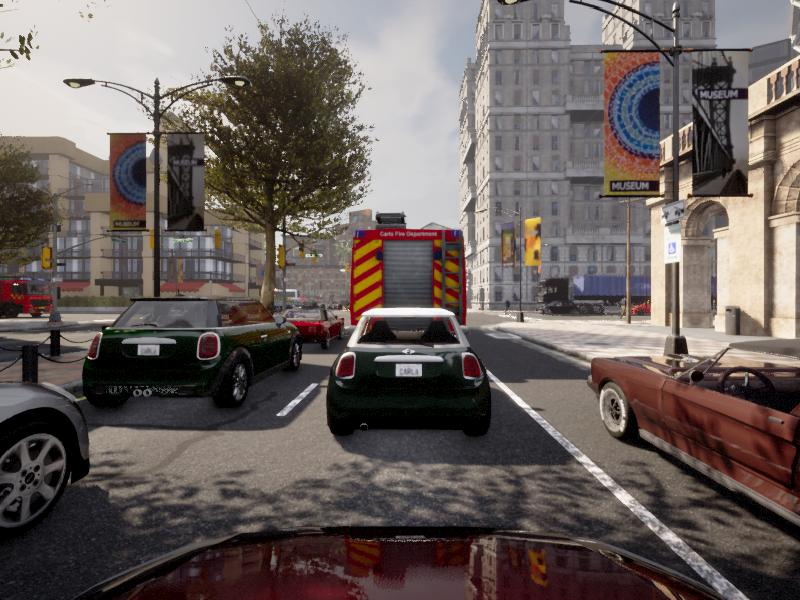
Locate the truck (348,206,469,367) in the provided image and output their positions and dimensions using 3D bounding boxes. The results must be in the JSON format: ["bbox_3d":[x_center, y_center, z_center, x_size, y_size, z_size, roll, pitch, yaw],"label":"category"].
[{"bbox_3d":[0.274,-0.321,13.781,2.891,3.827,8.468,0,0,1],"label":"truck"}]

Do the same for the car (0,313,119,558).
[{"bbox_3d":[-3.473,0.853,1.600,1.970,1.475,3.806,0,0,1],"label":"car"}]

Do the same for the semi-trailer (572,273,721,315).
[{"bbox_3d":[26.319,-0.618,43.161,14.254,4.402,2.717,0,0,1],"label":"semi-trailer"}]

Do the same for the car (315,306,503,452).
[{"bbox_3d":[0.119,0.853,6.110,1.970,1.475,3.806,0,0,1],"label":"car"}]

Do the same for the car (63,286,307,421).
[{"bbox_3d":[-3.355,0.694,7.527,2.097,1.767,4.553,0,0,1],"label":"car"}]

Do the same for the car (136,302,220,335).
[{"bbox_3d":[-11.019,0.853,20.210,1.970,1.475,3.806,0,0,3],"label":"car"}]

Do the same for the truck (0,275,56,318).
[{"bbox_3d":[-37.345,-0.320,37.063,8.468,3.827,2.891,0,0,1],"label":"truck"}]

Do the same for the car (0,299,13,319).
[{"bbox_3d":[-36.048,0.771,33.548,5.238,1.638,1.930,0,0,0],"label":"car"}]

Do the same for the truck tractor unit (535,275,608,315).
[{"bbox_3d":[18.407,-0.522,43.285,6.516,4.208,3.053,0,0,1],"label":"truck tractor unit"}]

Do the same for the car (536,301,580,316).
[{"bbox_3d":[15.676,0.826,39.823,3.633,1.501,1.845,0,0,1],"label":"car"}]

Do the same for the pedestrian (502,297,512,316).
[{"bbox_3d":[10.417,0.636,38.957,0.751,1.860,0.751,0,0,-12],"label":"pedestrian"}]

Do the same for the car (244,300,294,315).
[{"bbox_3d":[-14.286,0.778,43.745,4.856,1.649,2.033,0,0,1],"label":"car"}]

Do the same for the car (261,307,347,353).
[{"bbox_3d":[-3.218,0.944,14.445,1.895,1.301,4.718,0,0,1],"label":"car"}]

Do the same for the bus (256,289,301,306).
[{"bbox_3d":[-30.942,-0.539,102.441,10.273,4.253,3.944,0,0,2],"label":"bus"}]

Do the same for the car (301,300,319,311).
[{"bbox_3d":[-13.798,0.815,61.323,1.789,1.549,3.705,0,0,1],"label":"car"}]

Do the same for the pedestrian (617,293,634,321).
[{"bbox_3d":[15.326,0.485,27.185,0.751,1.860,0.751,0,0,5],"label":"pedestrian"}]

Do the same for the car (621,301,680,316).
[{"bbox_3d":[24.789,0.828,39.687,4.514,1.525,2.007,0,0,1],"label":"car"}]

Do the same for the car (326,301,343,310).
[{"bbox_3d":[-10.261,0.853,63.188,1.970,1.475,3.806,0,0,1],"label":"car"}]

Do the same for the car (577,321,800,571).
[{"bbox_3d":[3.308,0.938,3.058,1.895,1.301,4.718,0,0,1],"label":"car"}]
